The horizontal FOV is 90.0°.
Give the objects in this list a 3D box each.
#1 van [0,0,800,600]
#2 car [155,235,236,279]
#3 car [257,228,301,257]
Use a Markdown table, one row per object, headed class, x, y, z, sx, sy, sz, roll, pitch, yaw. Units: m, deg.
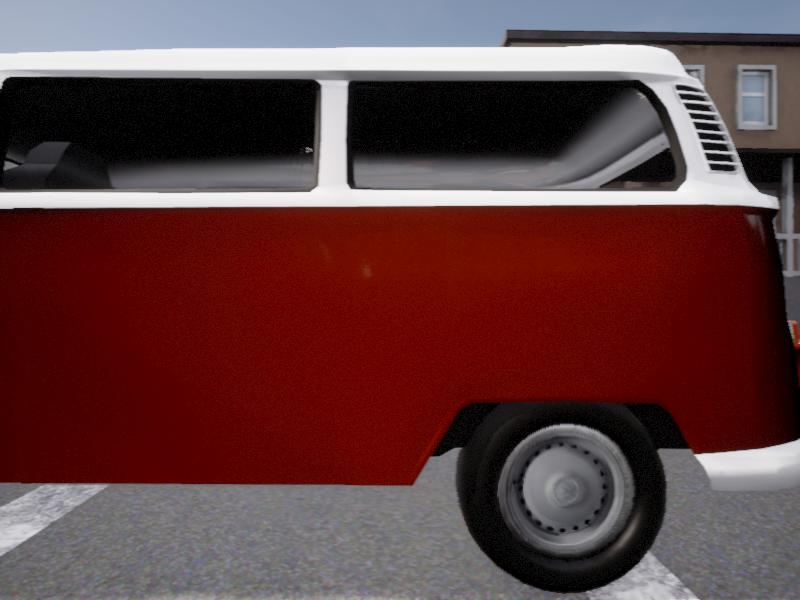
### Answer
| class | x | y | z | sx | sy | sz | roll | pitch | yaw |
| --- | --- | --- | --- | --- | --- | --- | --- | --- | --- |
| van | -0.716 | -0.025 | 2.170 | 4.480 | 2.038 | 2.069 | 0 | 0 | 0 |
| car | -11.708 | -2.664 | 23.445 | 2.033 | 1.411 | 5.357 | 0 | 19 | -1 |
| car | -8.294 | -4.071 | 27.887 | 1.816 | 1.474 | 4.193 | 0 | 16 | -1 |
